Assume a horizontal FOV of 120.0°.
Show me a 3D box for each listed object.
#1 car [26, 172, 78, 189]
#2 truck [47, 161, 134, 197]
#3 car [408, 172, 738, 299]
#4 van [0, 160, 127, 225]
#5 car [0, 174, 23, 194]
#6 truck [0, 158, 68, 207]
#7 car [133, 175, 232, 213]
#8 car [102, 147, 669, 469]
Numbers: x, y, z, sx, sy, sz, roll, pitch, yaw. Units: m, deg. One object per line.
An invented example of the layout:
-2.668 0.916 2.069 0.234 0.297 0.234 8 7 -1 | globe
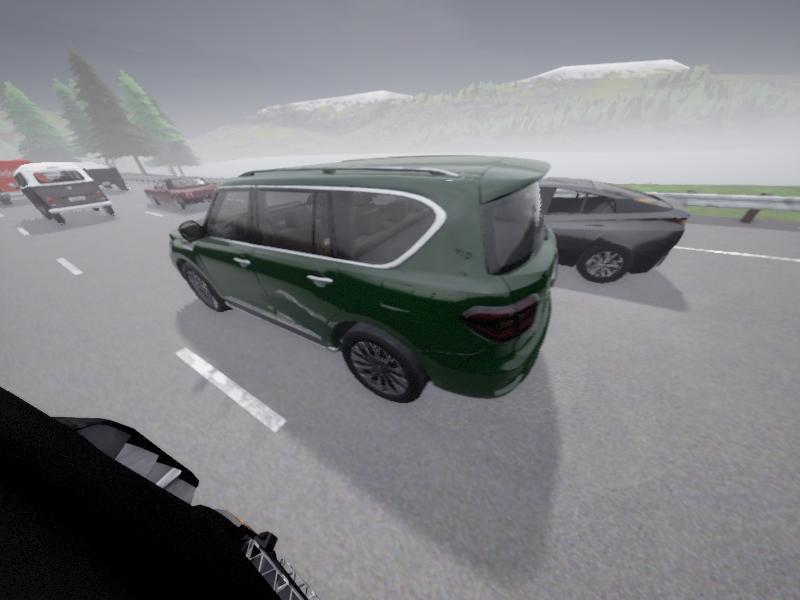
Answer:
-36.521 -12.625 24.265 4.718 1.301 1.895 14 37 23 | car
-24.691 -9.786 18.438 6.274 2.098 2.390 16 38 26 | truck
2.640 -1.714 4.894 4.514 1.525 2.007 16 38 26 | car
-14.757 -4.685 10.103 4.480 2.038 2.069 13 37 28 | van
-38.011 -10.867 21.595 4.193 1.474 1.816 14 37 23 | car
-26.570 -8.224 15.920 5.204 2.467 2.627 16 38 26 | truck
-11.245 -5.603 11.925 4.718 1.301 1.895 16 38 26 | car
-1.033 -0.733 3.228 5.566 2.045 2.150 15 38 26 | car
